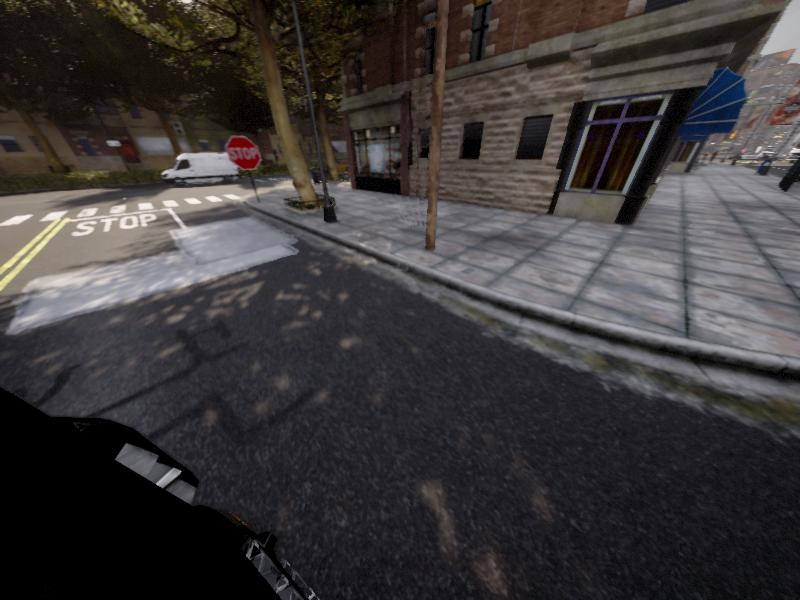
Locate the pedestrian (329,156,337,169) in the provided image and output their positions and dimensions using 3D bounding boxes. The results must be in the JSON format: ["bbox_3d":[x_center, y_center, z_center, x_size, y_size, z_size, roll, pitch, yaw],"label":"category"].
[{"bbox_3d":[-11.298,-23.310,39.154,0.751,1.860,0.751,26,41,36],"label":"pedestrian"}]

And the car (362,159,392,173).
[{"bbox_3d":[-3.316,-19.880,34.092,3.988,1.617,1.851,-28,41,-36],"label":"car"}]

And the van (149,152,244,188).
[{"bbox_3d":[-18.490,-12.131,21.399,5.915,2.561,1.988,-28,41,-36],"label":"van"}]

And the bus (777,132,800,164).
[{"bbox_3d":[66.459,-23.427,35.345,10.273,4.253,3.944,-6,31,-8],"label":"bus"}]

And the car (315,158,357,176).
[{"bbox_3d":[-8.211,-17.364,30.005,4.605,1.855,1.932,-28,41,-36],"label":"car"}]
